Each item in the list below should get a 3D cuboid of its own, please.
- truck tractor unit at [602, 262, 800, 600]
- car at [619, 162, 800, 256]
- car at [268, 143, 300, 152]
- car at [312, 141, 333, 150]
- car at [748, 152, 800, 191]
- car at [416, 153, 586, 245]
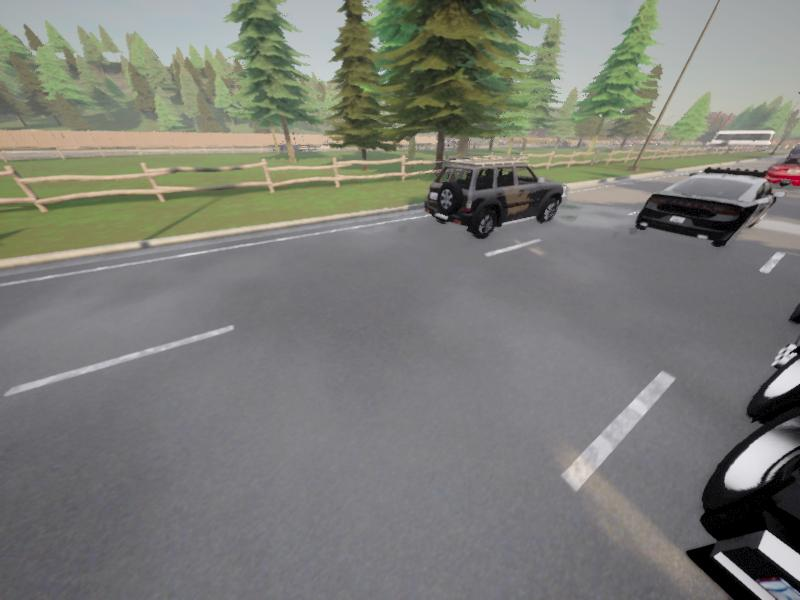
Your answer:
[{"bbox_3d":[5.109,-0.305,0.782,6.516,4.208,3.053,-18,39,-24],"label":"truck tractor unit"},{"bbox_3d":[9.312,-2.952,6.841,5.238,1.638,1.930,-18,39,-24],"label":"car"},{"bbox_3d":[-23.010,-30.340,45.891,5.357,1.411,2.033,-18,39,-24],"label":"car"},{"bbox_3d":[-17.357,-34.616,51.864,3.988,1.617,1.851,-18,39,-25],"label":"car"},{"bbox_3d":[23.590,-7.641,13.642,4.611,1.667,2.242,-18,39,-24],"label":"car"},{"bbox_3d":[3.000,-3.301,7.075,4.605,1.855,1.932,-18,39,-24],"label":"car"}]
